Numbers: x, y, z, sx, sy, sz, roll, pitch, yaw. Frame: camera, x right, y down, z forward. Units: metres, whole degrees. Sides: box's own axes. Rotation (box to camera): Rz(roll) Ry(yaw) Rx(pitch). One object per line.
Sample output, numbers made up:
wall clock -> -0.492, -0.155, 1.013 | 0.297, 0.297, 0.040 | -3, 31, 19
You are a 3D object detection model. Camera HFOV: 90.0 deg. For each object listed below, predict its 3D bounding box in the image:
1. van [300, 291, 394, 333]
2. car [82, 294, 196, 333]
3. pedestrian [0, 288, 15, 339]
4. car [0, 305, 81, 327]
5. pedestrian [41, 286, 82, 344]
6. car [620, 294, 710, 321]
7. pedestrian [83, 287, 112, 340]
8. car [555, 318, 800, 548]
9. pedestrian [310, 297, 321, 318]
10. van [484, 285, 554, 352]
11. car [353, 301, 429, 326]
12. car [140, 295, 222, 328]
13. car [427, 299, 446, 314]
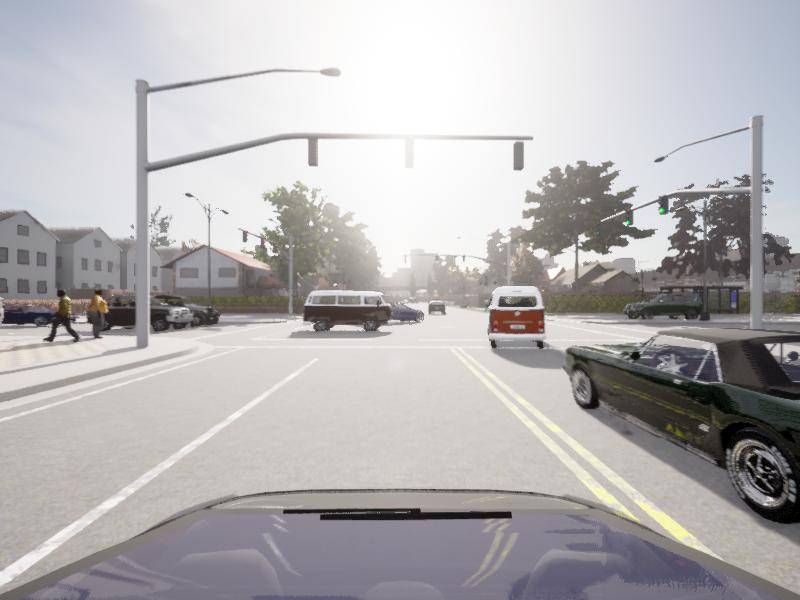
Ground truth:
van -> -2.579, 0.568, 20.293 | 4.480, 2.038, 2.069 | 0, 0, 1
car -> -13.232, 0.646, 20.495 | 4.605, 1.855, 1.932 | 1, 0, 1
pedestrian -> -14.998, 0.482, 14.807 | 0.751, 1.860, 0.751 | 0, 0, -7
car -> -22.368, 0.940, 24.168 | 4.718, 1.301, 1.895 | 0, 0, 1
pedestrian -> -11.121, 0.482, 13.162 | 0.751, 1.860, 0.751 | 0, 0, -12
car -> 20.652, 0.562, 31.357 | 5.566, 2.045, 2.150 | 0, 0, 1
pedestrian -> -11.114, 0.482, 14.684 | 0.751, 1.860, 0.751 | 0, 0, -45
car -> 3.525, 0.943, 4.287 | 1.895, 1.301, 4.718 | 0, 0, 0
pedestrian -> -7.601, 0.630, 36.011 | 0.751, 1.860, 0.751 | 0, 0, 4
van -> 4.143, 0.571, 14.529 | 2.069, 2.038, 4.480 | -1, 0, 13
car -> -0.548, 0.846, 27.231 | 4.792, 1.488, 2.163 | 0, 0, -38
car -> -13.029, 0.639, 23.991 | 3.866, 1.878, 1.905 | 0, 0, 1
car -> 4.283, 0.762, 47.361 | 1.930, 1.638, 5.238 | 0, 0, 3
